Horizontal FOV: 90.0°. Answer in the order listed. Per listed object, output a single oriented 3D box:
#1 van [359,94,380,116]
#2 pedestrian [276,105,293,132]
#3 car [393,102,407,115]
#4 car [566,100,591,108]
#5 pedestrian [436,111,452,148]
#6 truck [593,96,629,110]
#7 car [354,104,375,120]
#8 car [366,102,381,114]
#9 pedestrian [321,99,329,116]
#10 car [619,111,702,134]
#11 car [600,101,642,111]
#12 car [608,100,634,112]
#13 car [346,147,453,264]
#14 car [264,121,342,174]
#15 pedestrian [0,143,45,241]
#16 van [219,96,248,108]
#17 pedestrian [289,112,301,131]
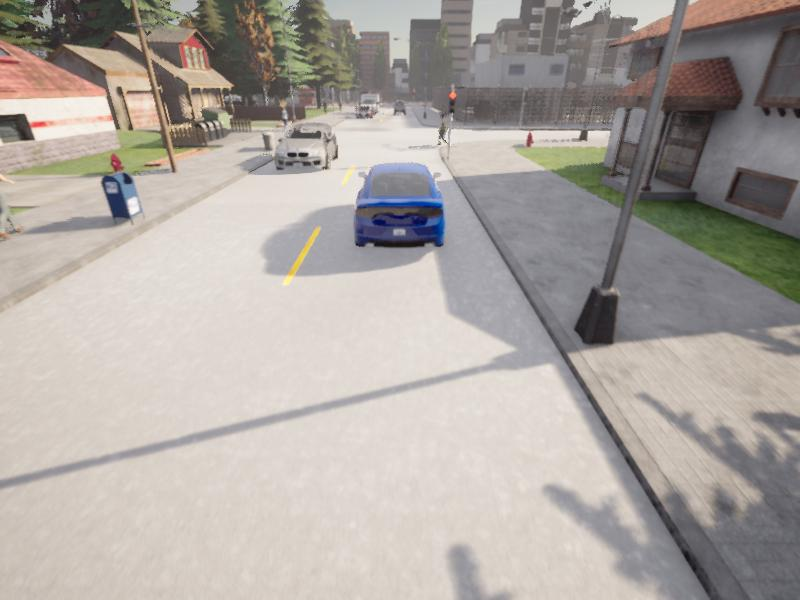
[{"bbox_3d":[-4.047,-26.482,54.224,2.351,2.431,6.366,0,28,0],"label":"van"},{"bbox_3d":[-8.769,-13.802,30.403,0.751,1.860,0.751,3,28,5],"label":"pedestrian"},{"bbox_3d":[-0.043,-26.689,55.603,1.845,1.501,3.633,0,28,0],"label":"car"},{"bbox_3d":[36.818,-40.529,82.587,4.193,1.474,1.816,0,28,0],"label":"car"},{"bbox_3d":[2.545,-9.882,23.192,0.751,1.860,0.751,5,28,9],"label":"pedestrian"},{"bbox_3d":[34.990,-32.706,66.469,4.478,2.038,2.069,0,28,0],"label":"truck"},{"bbox_3d":[-4.036,-21.641,46.034,1.970,1.475,3.806,0,28,0],"label":"car"},{"bbox_3d":[-4.051,-30.101,62.646,2.007,1.525,4.514,0,28,0],"label":"car"},{"bbox_3d":[-9.194,-23.645,49.149,0.751,1.860,0.751,0,28,-1],"label":"pedestrian"},{"bbox_3d":[20.387,-13.975,31.496,4.792,1.488,2.163,0,28,0],"label":"car"},{"bbox_3d":[34.828,-30.589,63.107,5.357,1.415,2.033,0,28,0],"label":"car"},{"bbox_3d":[34.668,-30.547,62.872,1.789,1.547,3.705,0,28,0],"label":"car"},{"bbox_3d":[-0.010,-2.542,9.604,1.882,1.535,5.008,0,28,0],"label":"car"},{"bbox_3d":[-4.016,-6.820,17.599,2.242,1.667,4.611,0,28,0],"label":"car"},{"bbox_3d":[-8.526,-2.256,8.412,0.751,1.860,0.751,0,28,-1],"label":"pedestrian"},{"bbox_3d":[-32.748,-38.950,78.799,4.480,2.038,2.069,0,28,0],"label":"van"},{"bbox_3d":[-8.161,-13.865,31.127,0.751,1.300,0.751,-6,28,-12],"label":"pedestrian"}]
